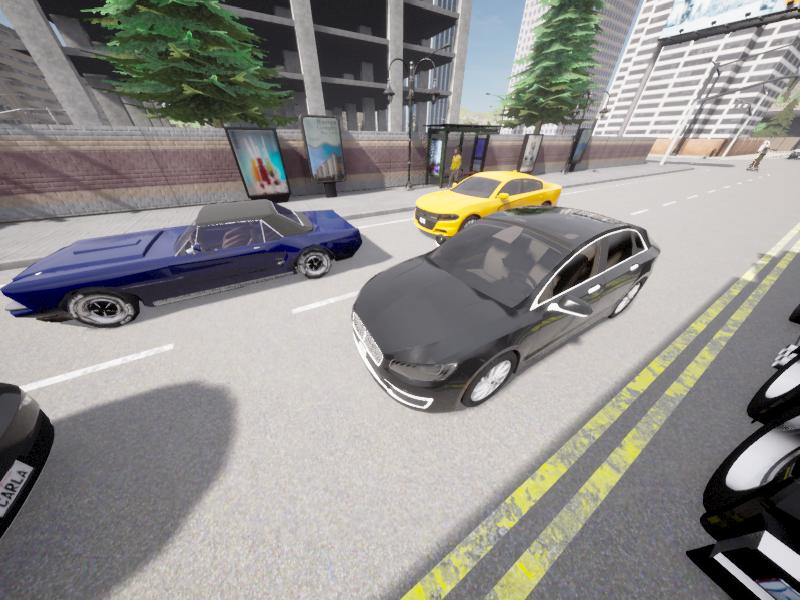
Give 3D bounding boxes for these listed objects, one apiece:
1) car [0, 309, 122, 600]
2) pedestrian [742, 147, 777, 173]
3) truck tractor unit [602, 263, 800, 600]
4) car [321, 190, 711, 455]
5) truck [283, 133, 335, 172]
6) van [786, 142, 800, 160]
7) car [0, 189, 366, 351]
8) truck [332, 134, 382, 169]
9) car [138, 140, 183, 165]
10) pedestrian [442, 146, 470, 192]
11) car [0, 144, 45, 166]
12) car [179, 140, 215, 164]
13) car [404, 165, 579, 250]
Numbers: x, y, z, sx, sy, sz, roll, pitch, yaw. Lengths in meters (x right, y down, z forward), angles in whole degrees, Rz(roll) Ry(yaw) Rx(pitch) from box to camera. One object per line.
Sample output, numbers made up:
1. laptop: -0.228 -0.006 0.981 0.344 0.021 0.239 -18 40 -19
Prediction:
1. car: -4.522 1.647 0.292 4.892 1.490 1.837 -18 39 -25
2. pedestrian: 31.198 -12.192 20.062 0.751 1.860 0.751 -19 39 -26
3. truck tractor unit: 5.107 -0.304 0.783 6.516 4.208 3.053 -18 39 -24
4. car: 1.720 -0.393 3.267 4.892 1.490 1.837 -18 39 -24
5. truck: -7.736 -12.547 19.513 2.615 2.467 5.204 -18 39 -24
6. van: 61.188 -22.548 34.601 5.915 2.561 1.988 -18 39 -24
7. car: -3.233 -1.005 4.282 4.718 1.301 1.895 -18 39 -24
8. truck: -4.006 -13.769 21.295 2.615 2.467 5.204 -18 39 -24
9. car: -23.720 -14.790 23.070 1.905 1.878 3.866 -18 39 -24
10. pedestrian: 2.657 -6.269 11.080 0.751 1.860 0.751 -21 40 -27
11. car: -38.839 -14.568 23.122 1.851 1.617 3.988 -18 39 -25
12. car: -21.175 -15.624 24.286 1.905 1.878 3.866 -18 39 -24
13. car: 2.770 -3.063 7.069 5.008 1.535 1.882 -18 39 -24
